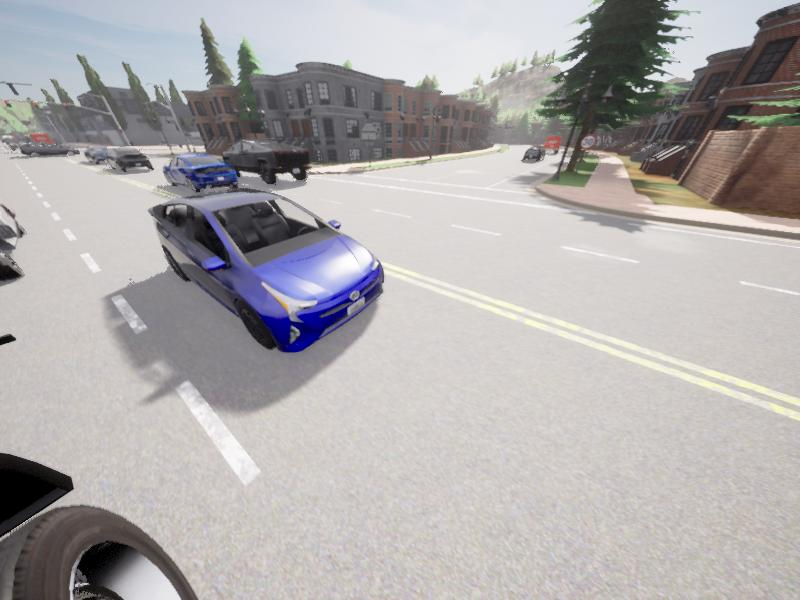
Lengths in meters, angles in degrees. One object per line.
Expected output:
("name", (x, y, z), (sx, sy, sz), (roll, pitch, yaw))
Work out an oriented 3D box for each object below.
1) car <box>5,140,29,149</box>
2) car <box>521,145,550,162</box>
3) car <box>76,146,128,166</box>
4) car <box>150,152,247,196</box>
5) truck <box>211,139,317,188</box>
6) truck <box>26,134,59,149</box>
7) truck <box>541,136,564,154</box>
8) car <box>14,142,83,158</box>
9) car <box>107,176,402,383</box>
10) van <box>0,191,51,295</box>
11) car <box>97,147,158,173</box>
("car", (-74.792, -30.378, 45.068), (3.633, 1.501, 1.845), (22, 41, 28))
("car", (15.941, -17.233, 27.142), (1.816, 1.474, 4.193), (23, 41, 29))
("car", (-29.428, -14.316, 22.784), (5.357, 1.411, 2.033), (22, 41, 28))
("car", (-10.437, -6.648, 11.927), (5.008, 1.535, 1.882), (22, 41, 28))
("truck", (-8.256, -8.452, 14.017), (6.274, 2.098, 2.390), (22, 41, 28))
("truck", (-75.591, -33.573, 48.811), (5.204, 2.467, 2.627), (22, 41, 28))
("truck", (27.202, -27.684, 41.198), (2.627, 2.467, 5.204), (18, 39, 23))
("car", (-43.794, -18.799, 28.917), (2.007, 1.525, 4.514), (23, 41, 29))
("car", (-2.405, -0.916, 3.867), (4.514, 1.525, 2.007), (22, 41, 28))
("van", (-9.837, -1.845, 4.345), (6.366, 2.431, 2.351), (22, 41, 28))
("car", (-21.561, -11.155, 18.273), (4.892, 1.490, 1.837), (22, 41, 28))
